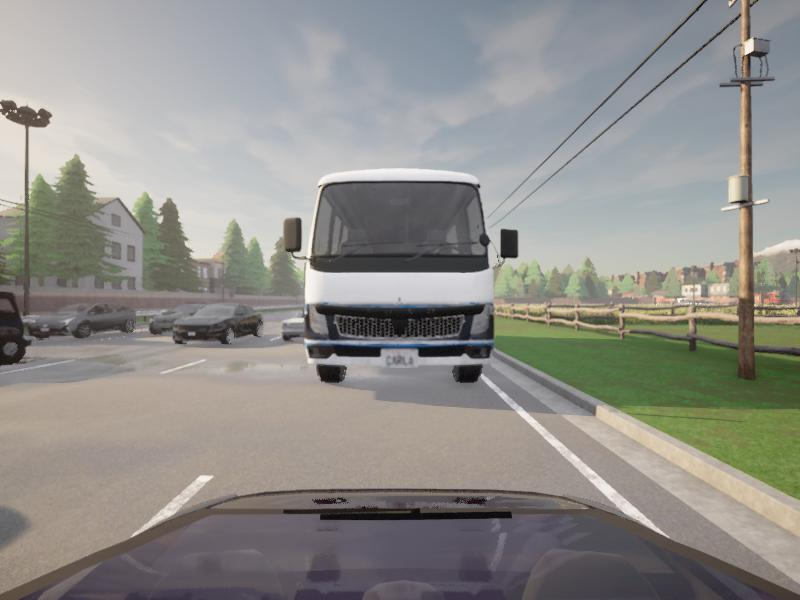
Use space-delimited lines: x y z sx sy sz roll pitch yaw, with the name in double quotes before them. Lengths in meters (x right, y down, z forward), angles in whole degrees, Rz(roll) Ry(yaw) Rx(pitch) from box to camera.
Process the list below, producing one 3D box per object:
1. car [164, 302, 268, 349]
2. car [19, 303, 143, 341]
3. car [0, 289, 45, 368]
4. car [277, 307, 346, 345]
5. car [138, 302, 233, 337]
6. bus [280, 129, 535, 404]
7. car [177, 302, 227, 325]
"car" -7.022 0.870 15.983 1.882 1.535 5.008 0 0 0
"car" -14.024 0.881 18.043 2.007 1.525 4.514 0 0 0
"car" -10.511 0.674 8.840 1.905 1.878 3.866 0 0 0
"car" -3.523 0.993 16.898 1.895 1.301 4.718 0 0 0
"car" -10.482 0.886 20.072 2.038 1.542 4.974 0 0 0
"bus" 0.106 -0.499 11.338 3.944 4.253 10.273 0 0 0
"car" -14.037 0.900 28.613 1.789 1.549 3.705 0 -1 0
